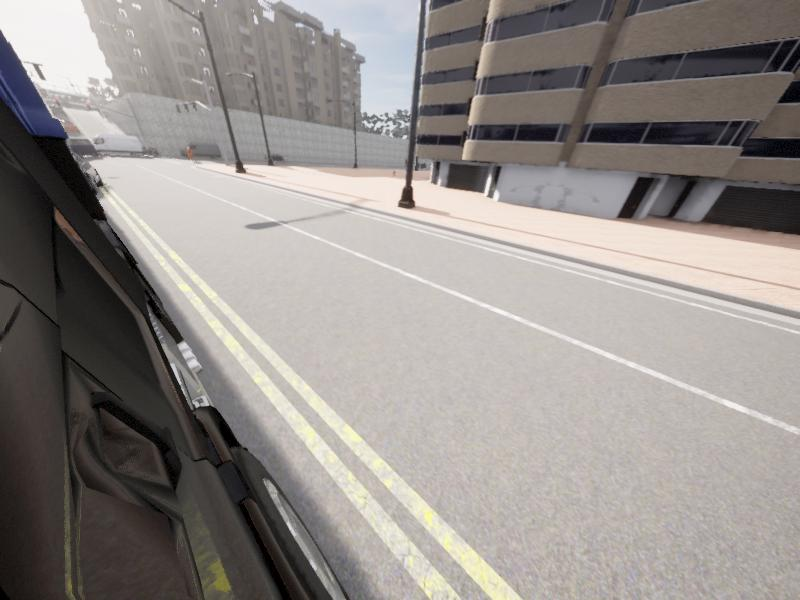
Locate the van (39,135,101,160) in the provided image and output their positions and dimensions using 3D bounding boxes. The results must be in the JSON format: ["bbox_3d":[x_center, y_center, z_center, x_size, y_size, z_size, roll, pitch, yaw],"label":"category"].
[{"bbox_3d":[-35.960,-16.757,25.407,1.775,1.987,4.442,-11,35,-24],"label":"van"}]

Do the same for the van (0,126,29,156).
[{"bbox_3d":[-41.151,-15.090,21.582,2.351,2.431,6.366,26,37,31],"label":"van"}]

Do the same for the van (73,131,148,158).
[{"bbox_3d":[-39.987,-21.533,32.189,1.988,2.561,5.915,26,37,31],"label":"van"}]

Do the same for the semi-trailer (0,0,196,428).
[{"bbox_3d":[-8.723,-3.357,4.507,14.254,4.402,2.717,25,37,32],"label":"semi-trailer"}]

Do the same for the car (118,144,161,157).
[{"bbox_3d":[-41.369,-23.878,36.879,4.193,1.474,1.816,-18,38,-32],"label":"car"}]

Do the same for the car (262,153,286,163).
[{"bbox_3d":[-25.894,-29.229,47.573,1.789,1.549,3.705,26,37,31],"label":"car"}]

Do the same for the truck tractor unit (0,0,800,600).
[{"bbox_3d":[-2.645,-0.295,0.351,6.516,4.208,3.053,28,44,30],"label":"truck tractor unit"}]

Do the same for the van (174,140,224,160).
[{"bbox_3d":[-35.768,-26.825,41.409,1.988,2.561,5.915,26,37,31],"label":"van"}]

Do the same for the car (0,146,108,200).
[{"bbox_3d":[-15.715,-5.984,10.700,2.033,1.649,4.856,-23,41,-37],"label":"car"}]

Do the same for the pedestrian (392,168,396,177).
[{"bbox_3d":[-0.833,-18.525,33.683,0.500,1.100,0.500,-1,32,-9],"label":"pedestrian"}]
